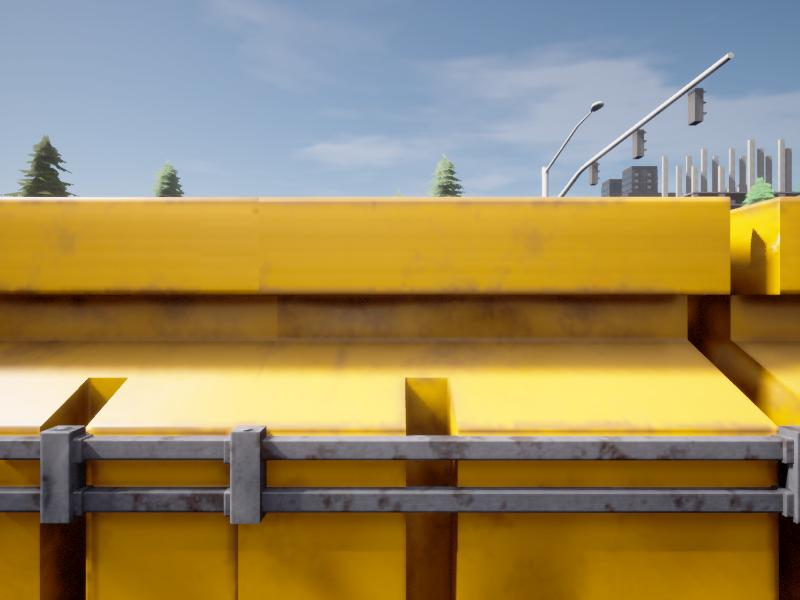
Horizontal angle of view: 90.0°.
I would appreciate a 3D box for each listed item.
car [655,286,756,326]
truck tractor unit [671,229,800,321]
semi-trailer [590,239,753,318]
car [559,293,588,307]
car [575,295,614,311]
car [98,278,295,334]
[{"bbox_3d":[13.505,0.222,18.150,2.038,1.542,4.974,-1,0,17],"label":"car"},{"bbox_3d":[18.358,-1.124,21.542,3.053,4.208,6.516,0,0,-1],"label":"truck tractor unit"},{"bbox_3d":[18.504,-1.220,29.452,2.717,4.402,14.254,0,0,2],"label":"semi-trailer"},{"bbox_3d":[26.487,-0.037,61.282,2.150,2.045,5.566,0,0,1],"label":"car"},{"bbox_3d":[18.762,0.250,38.781,1.970,1.475,3.806,0,0,2],"label":"car"},{"bbox_3d":[-6.214,0.172,12.675,5.238,1.638,1.930,0,0,0],"label":"car"}]
